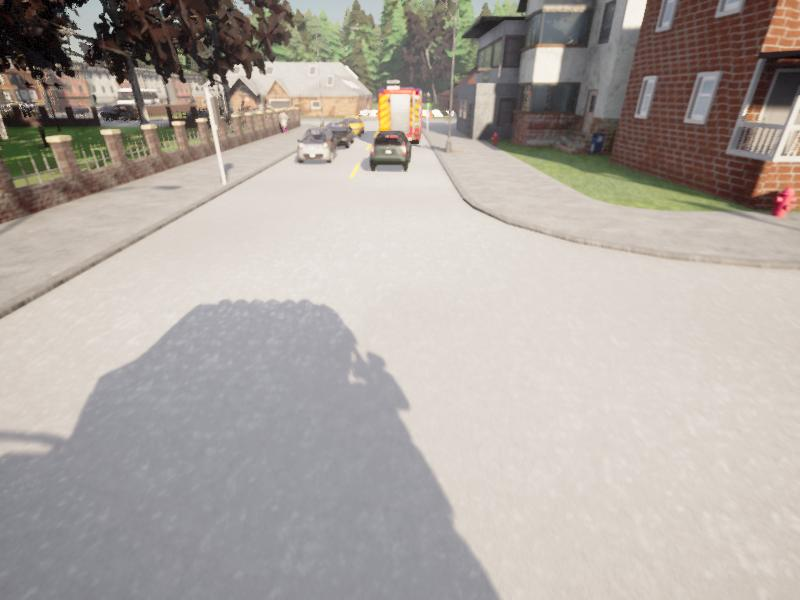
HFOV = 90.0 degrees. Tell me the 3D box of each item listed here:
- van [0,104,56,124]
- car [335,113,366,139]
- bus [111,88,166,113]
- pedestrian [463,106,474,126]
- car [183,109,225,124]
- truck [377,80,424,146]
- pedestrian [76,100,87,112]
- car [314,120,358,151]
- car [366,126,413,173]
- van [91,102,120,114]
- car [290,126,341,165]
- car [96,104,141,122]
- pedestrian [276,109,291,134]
[{"bbox_3d":[-42.878,-21.358,45.870,4.480,2.038,2.069,0,26,0],"label":"van"},{"bbox_3d":[-3.947,-14.382,32.874,1.801,1.575,5.366,0,27,0],"label":"car"},{"bbox_3d":[-53.203,-40.925,81.891,3.944,4.253,10.273,0,27,0],"label":"bus"},{"bbox_3d":[7.202,-19.308,41.897,0.751,1.860,0.751,20,33,34],"label":"pedestrian"},{"bbox_3d":[-22.419,-21.098,45.924,3.633,1.501,1.845,0,27,0],"label":"car"},{"bbox_3d":[0.005,-13.782,29.266,2.891,3.827,8.468,0,27,0],"label":"truck"},{"bbox_3d":[-58.462,-35.643,73.457,0.751,1.860,0.751,-3,27,-6],"label":"pedestrian"},{"bbox_3d":[-4.073,-10.938,26.373,2.033,1.411,5.357,0,27,-1],"label":"car"},{"bbox_3d":[-0.382,-7.140,18.763,1.851,1.617,3.988,2,27,3],"label":"car"},{"bbox_3d":[-53.346,-34.890,72.631,1.775,1.987,4.442,0,27,0],"label":"van"},{"bbox_3d":[-4.183,-7.931,20.373,1.845,1.501,3.633,-1,27,-2],"label":"car"},{"bbox_3d":[-34.638,-23.064,49.320,3.866,1.878,1.905,1,27,0],"label":"car"},{"bbox_3d":[-9.382,-14.417,32.335,0.751,1.860,0.751,0,27,0],"label":"pedestrian"}]
